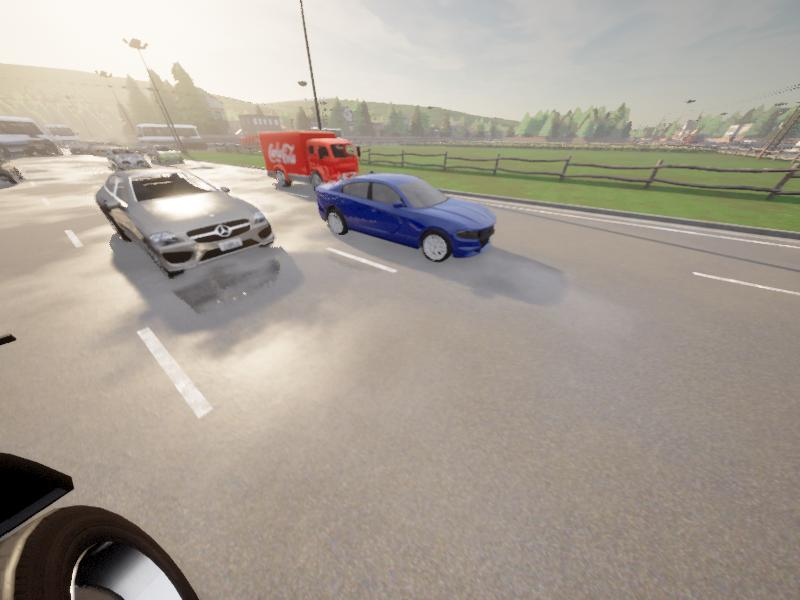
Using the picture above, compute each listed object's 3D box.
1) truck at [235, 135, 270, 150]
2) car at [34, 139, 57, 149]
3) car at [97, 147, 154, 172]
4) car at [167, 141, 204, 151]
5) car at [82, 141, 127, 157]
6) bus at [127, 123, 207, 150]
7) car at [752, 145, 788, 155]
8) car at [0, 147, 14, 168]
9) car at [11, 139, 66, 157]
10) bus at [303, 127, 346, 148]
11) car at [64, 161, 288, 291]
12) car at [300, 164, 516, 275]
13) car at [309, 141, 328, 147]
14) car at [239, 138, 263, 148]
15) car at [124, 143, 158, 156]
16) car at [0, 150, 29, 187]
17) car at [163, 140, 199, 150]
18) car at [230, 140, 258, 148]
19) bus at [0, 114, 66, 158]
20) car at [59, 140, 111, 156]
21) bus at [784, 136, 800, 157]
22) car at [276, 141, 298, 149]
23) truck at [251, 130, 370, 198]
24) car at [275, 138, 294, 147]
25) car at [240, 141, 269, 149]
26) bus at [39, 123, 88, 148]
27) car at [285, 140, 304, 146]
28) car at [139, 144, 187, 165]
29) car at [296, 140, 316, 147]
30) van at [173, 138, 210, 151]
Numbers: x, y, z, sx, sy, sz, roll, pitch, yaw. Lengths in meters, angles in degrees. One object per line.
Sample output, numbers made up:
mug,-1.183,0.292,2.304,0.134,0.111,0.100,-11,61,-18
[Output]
truck,-31.145,-33.422,48.986,2.627,2.467,5.204,22,41,28
car,-74.209,-32.689,48.387,5.366,1.575,1.801,22,40,28
car,-22.515,-11.619,18.958,3.806,1.475,1.970,23,41,29
car,-42.363,-30.622,45.783,2.163,1.488,4.792,20,40,26
car,-39.570,-20.404,31.131,2.242,1.667,4.611,-19,39,-25
bus,-48.067,-34.074,48.234,3.944,4.253,10.273,21,40,26
car,67.378,-27.419,42.193,1.994,1.385,4.181,22,40,27
car,-35.642,-12.267,19.865,4.181,1.385,1.994,24,42,30
car,-46.416,-19.663,29.831,1.905,1.878,3.866,-17,38,-22
bus,-19.879,-43.349,61.640,3.944,4.253,10.273,22,40,28
car,-5.383,-2.174,5.554,5.027,1.651,2.152,22,41,28
car,-0.057,-2.423,6.025,5.008,1.535,1.882,23,41,28
car,-22.607,-43.554,64.469,1.895,1.301,4.718,22,40,28
car,-35.087,-37.003,54.546,1.905,1.878,3.866,22,41,28
car,-37.342,-21.870,33.492,1.994,1.385,4.181,-17,39,-22
car,-22.662,-7.184,12.598,3.705,1.549,1.789,27,43,33
car,-45.082,-32.057,47.635,2.242,1.667,4.611,21,40,26
car,-37.979,-38.058,56.256,2.152,1.651,5.027,22,40,27
bus,-50.528,-20.722,29.247,3.944,4.253,10.273,-14,38,-17
car,-44.821,-21.792,33.057,2.242,1.667,4.611,-12,37,-16
bus,66.639,-24.281,35.238,3.944,4.253,10.273,22,40,27
car,-26.640,-36.703,54.644,1.994,1.385,4.181,22,40,27
truck,-4.477,-7.079,11.792,5.204,2.467,2.627,22,41,28
car,-31.767,-43.293,63.507,1.905,1.878,3.866,22,41,28
car,-32.801,-35.197,52.333,2.128,1.511,4.902,22,40,28
bus,-76.667,-37.337,52.645,10.273,4.253,3.944,22,40,28
car,-31.451,-46.946,69.016,2.007,1.525,4.514,22,40,28
car,-23.786,-14.656,23.217,4.514,1.525,2.007,23,41,29
car,-26.367,-44.080,64.975,1.882,1.535,5.008,22,40,28
van,-39.584,-29.611,43.932,1.775,1.987,4.442,20,40,26
